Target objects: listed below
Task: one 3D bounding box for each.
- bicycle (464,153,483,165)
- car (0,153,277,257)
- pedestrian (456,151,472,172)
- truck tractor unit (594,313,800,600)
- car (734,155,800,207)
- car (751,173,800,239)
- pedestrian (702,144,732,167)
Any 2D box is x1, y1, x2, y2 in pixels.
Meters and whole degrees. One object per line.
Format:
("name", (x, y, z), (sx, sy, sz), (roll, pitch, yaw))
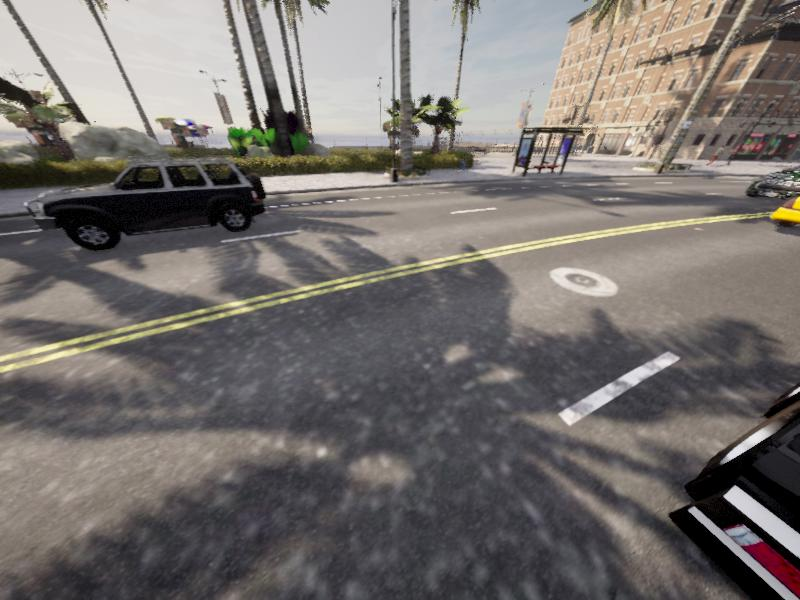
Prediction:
("bicycle", (7.143, -13.718, 22.480), (1.643, 1.024, 0.373), (-4, 35, -6))
("car", (-6.221, -2.831, 6.292), (4.605, 1.855, 1.932), (-17, 38, -23))
("pedestrian", (4.869, -10.579, 17.674), (0.751, 1.300, 0.751), (-7, 36, -10))
("truck tractor unit", (5.215, -0.179, 0.616), (6.516, 4.208, 3.053), (-14, 37, -19))
("car", (19.104, -5.499, 10.505), (4.553, 1.767, 2.097), (-6, 36, -9))
("car", (14.004, -2.766, 6.727), (5.366, 1.575, 1.801), (-8, 36, -12))
("pedestrian", (31.401, -14.352, 22.919), (0.751, 1.860, 0.751), (-5, 35, -8))
